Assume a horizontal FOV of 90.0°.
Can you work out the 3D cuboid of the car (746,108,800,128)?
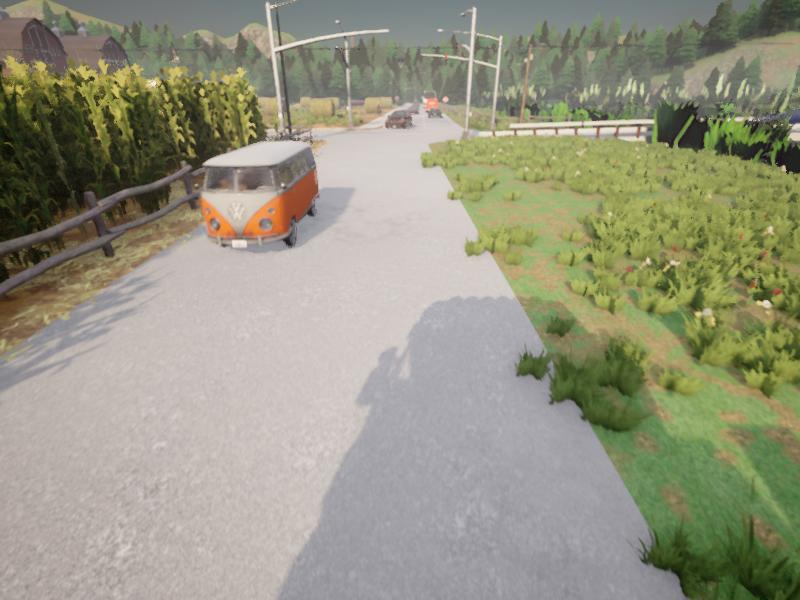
[{"bbox_3d":[32.006,-15.094,33.108,4.674,1.442,1.812,3,27,7],"label":"car"}]

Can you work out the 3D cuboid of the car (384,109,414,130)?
[{"bbox_3d":[-0.030,-18.754,41.422,2.097,1.767,4.553,6,28,12],"label":"car"}]

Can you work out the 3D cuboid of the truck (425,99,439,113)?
[{"bbox_3d":[6.442,-39.483,81.288,2.627,2.467,5.204,1,27,2],"label":"truck"}]

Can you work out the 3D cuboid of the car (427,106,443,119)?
[{"bbox_3d":[5.463,-29.516,62.992,2.152,1.651,5.027,1,27,2],"label":"car"}]

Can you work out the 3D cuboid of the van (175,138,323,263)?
[{"bbox_3d":[-3.203,-2.638,9.674,1.775,1.987,4.442,0,27,0],"label":"van"}]

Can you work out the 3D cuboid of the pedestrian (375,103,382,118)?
[{"bbox_3d":[-3.143,-27.905,58.877,0.751,1.860,0.751,6,28,11],"label":"pedestrian"}]

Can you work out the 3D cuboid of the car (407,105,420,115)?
[{"bbox_3d":[2.458,-34.393,72.406,2.163,1.488,4.792,1,27,2],"label":"car"}]
